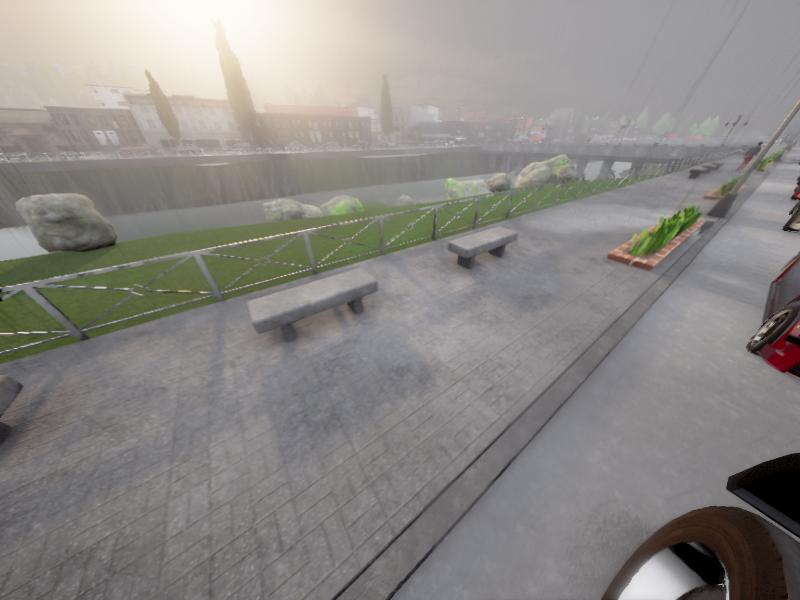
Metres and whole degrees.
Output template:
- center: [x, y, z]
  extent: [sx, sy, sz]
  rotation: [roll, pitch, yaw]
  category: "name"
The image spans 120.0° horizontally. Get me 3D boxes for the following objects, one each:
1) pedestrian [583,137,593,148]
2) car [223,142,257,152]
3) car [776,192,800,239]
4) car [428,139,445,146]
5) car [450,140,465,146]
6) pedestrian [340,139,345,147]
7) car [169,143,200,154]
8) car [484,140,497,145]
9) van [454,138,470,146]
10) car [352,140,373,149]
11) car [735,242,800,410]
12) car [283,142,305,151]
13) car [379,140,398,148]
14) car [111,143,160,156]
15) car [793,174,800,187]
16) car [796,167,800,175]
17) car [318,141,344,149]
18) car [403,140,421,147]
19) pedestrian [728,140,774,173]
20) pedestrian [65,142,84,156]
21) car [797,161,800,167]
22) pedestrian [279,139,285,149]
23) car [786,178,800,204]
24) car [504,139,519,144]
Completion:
- center: [40.155, -33.624, 49.265]
  extent: [0.751, 1.860, 0.751]
  rotation: [-19, 39, -25]
  category: "pedestrian"
- center: [-31.959, -30.701, 46.285]
  extent: [5.238, 1.638, 1.930]
  rotation: [-22, 41, -28]
  category: "car"
- center: [12.798, -2.687, 6.312]
  extent: [4.514, 1.525, 2.007]
  rotation: [-22, 41, -28]
  category: "car"
- center: [11.214, -48.286, 70.930]
  extent: [5.238, 1.638, 1.930]
  rotation: [-22, 41, -28]
  category: "car"
- center: [18.820, -51.327, 75.310]
  extent: [4.892, 1.490, 1.837]
  rotation: [-22, 41, -28]
  category: "car"
- center: [-15.534, -42.534, 62.571]
  extent: [0.751, 1.860, 0.751]
  rotation: [-19, 39, -24]
  category: "pedestrian"
- center: [-39.203, -27.682, 42.195]
  extent: [3.806, 1.475, 1.970]
  rotation: [-22, 41, -28]
  category: "car"
- center: [30.383, -53.178, 77.950]
  extent: [3.806, 1.475, 1.970]
  rotation: [-22, 41, -28]
  category: "car"
- center: [19.109, -48.849, 71.330]
  extent: [4.480, 2.038, 2.069]
  rotation: [-22, 41, -28]
  category: "van"
- center: [-9.610, -39.807, 59.041]
  extent: [4.856, 1.649, 2.033]
  rotation: [-22, 41, -28]
  category: "car"
- center: [6.076, 0.123, 2.529]
  extent: [4.181, 1.385, 1.994]
  rotation: [-22, 41, -28]
  category: "car"
- center: [-23.460, -34.093, 51.180]
  extent: [3.806, 1.475, 1.970]
  rotation: [-22, 41, -28]
  category: "car"
- center: [-3.085, -42.442, 62.782]
  extent: [4.974, 1.542, 2.038]
  rotation: [-22, 41, -28]
  category: "car"
- center: [-44.549, -25.563, 39.102]
  extent: [5.027, 1.651, 2.152]
  rotation: [-22, 41, -28]
  category: "car"
- center: [23.487, -7.017, 12.424]
  extent: [4.193, 1.474, 1.816]
  rotation: [-22, 41, -28]
  category: "car"
- center: [29.783, -9.604, 15.999]
  extent: [3.633, 1.501, 1.845]
  rotation: [-22, 41, -28]
  category: "car"
- center: [-16.447, -37.018, 55.138]
  extent: [5.238, 1.638, 1.930]
  rotation: [-22, 41, -28]
  category: "car"
- center: [3.552, -45.123, 66.586]
  extent: [5.008, 1.535, 1.882]
  rotation: [-22, 41, -28]
  category: "car"
- center: [23.980, -9.805, 15.818]
  extent: [0.751, 1.860, 0.751]
  rotation: [-14, 37, -19]
  category: "pedestrian"
- center: [-51.061, -23.707, 36.265]
  extent: [0.751, 1.860, 0.751]
  rotation: [10, 36, 14]
  category: "pedestrian"
- center: [37.361, -12.690, 20.319]
  extent: [5.008, 1.535, 1.882]
  rotation: [-22, 41, -28]
  category: "car"
- center: [-27.995, -37.047, 54.874]
  extent: [0.751, 1.860, 0.751]
  rotation: [-16, 38, -21]
  category: "pedestrian"
- center: [18.365, -4.954, 9.487]
  extent: [4.514, 1.525, 2.007]
  rotation: [-22, 41, -28]
  category: "car"
- center: [40.448, -57.379, 83.623]
  extent: [5.238, 1.638, 1.930]
  rotation: [-22, 41, -28]
  category: "car"
